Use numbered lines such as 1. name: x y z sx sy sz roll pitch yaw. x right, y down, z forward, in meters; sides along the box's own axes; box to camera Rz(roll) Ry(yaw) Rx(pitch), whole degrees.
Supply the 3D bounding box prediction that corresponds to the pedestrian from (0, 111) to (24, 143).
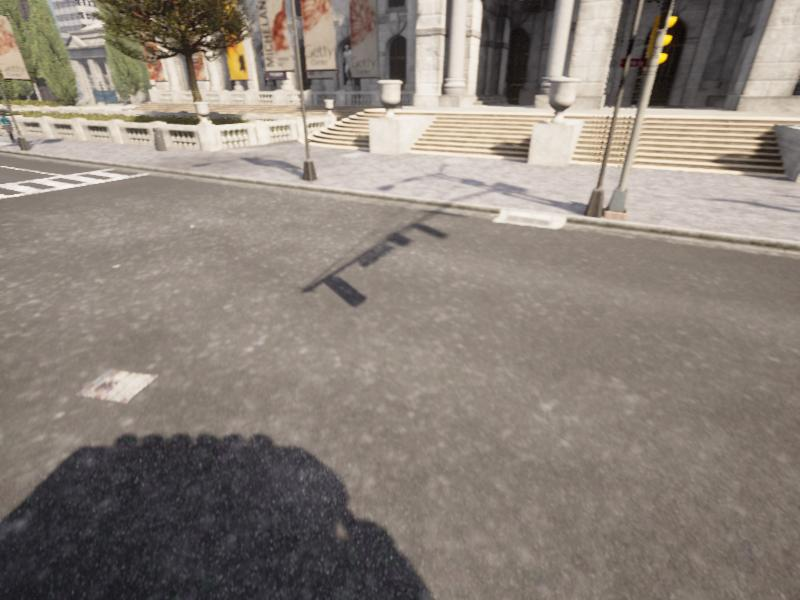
1. pedestrian: -25.314 -11.173 25.824 0.751 1.860 0.751 16 31 28
